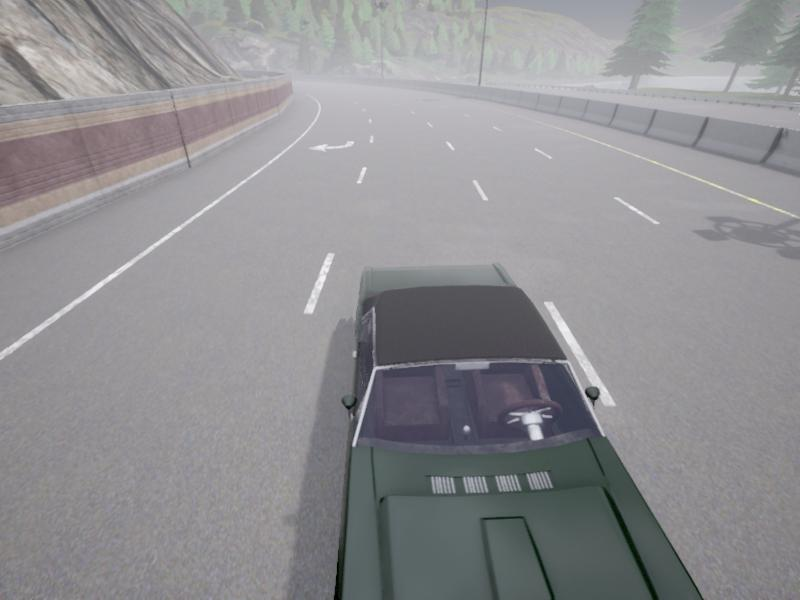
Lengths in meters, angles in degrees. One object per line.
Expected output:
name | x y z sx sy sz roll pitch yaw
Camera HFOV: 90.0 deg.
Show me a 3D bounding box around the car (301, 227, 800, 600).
car | 0.512 0.874 3.231 1.895 1.301 4.718 -2 30 -2
